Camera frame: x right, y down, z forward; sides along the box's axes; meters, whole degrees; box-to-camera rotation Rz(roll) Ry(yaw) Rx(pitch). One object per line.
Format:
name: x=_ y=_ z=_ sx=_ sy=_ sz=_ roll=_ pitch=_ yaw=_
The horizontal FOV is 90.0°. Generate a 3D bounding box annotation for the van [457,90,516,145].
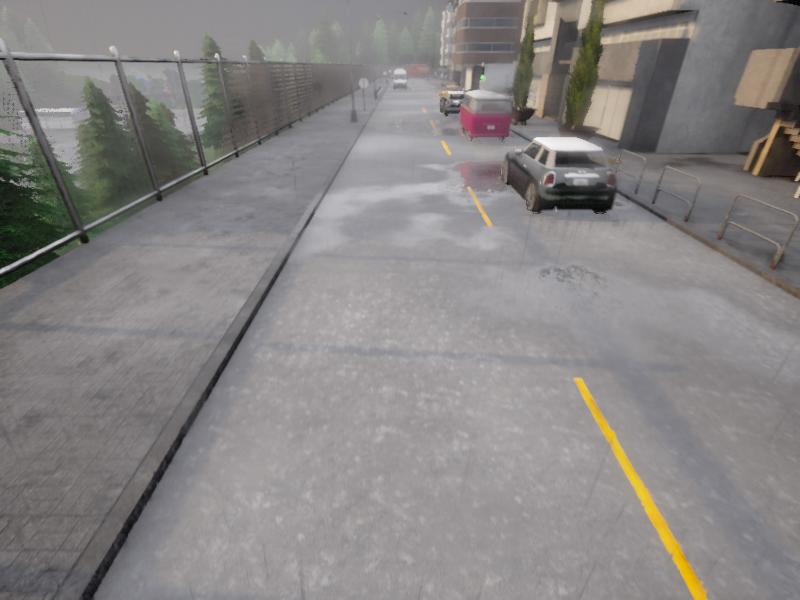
van: x=4.003 y=-8.902 z=19.283 sx=1.775 sy=1.987 sz=4.442 roll=0 pitch=30 yaw=0

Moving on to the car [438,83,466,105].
car: x=5.118 y=-19.961 z=38.609 sx=1.801 sy=1.575 sz=5.366 roll=8 pitch=31 yaw=13

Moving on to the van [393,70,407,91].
van: x=0.013 y=-32.522 z=59.115 sx=1.988 sy=2.561 sz=5.915 roll=0 pitch=30 yaw=0

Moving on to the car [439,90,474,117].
car: x=4.003 y=-14.342 z=29.096 sx=1.970 sy=1.475 sz=3.806 roll=0 pitch=30 yaw=0

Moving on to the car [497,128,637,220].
car: x=4.002 y=-3.440 z=10.438 sx=1.970 sy=1.475 sz=3.806 roll=0 pitch=30 yaw=0

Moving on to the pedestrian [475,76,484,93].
pedestrian: x=9.826 y=-26.772 z=49.708 sx=0.751 sy=1.860 sz=0.751 roll=-1 pitch=30 yaw=-2

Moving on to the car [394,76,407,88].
car: x=0.023 y=-37.241 z=68.414 sx=2.152 sy=1.651 sz=5.027 roll=0 pitch=30 yaw=0
